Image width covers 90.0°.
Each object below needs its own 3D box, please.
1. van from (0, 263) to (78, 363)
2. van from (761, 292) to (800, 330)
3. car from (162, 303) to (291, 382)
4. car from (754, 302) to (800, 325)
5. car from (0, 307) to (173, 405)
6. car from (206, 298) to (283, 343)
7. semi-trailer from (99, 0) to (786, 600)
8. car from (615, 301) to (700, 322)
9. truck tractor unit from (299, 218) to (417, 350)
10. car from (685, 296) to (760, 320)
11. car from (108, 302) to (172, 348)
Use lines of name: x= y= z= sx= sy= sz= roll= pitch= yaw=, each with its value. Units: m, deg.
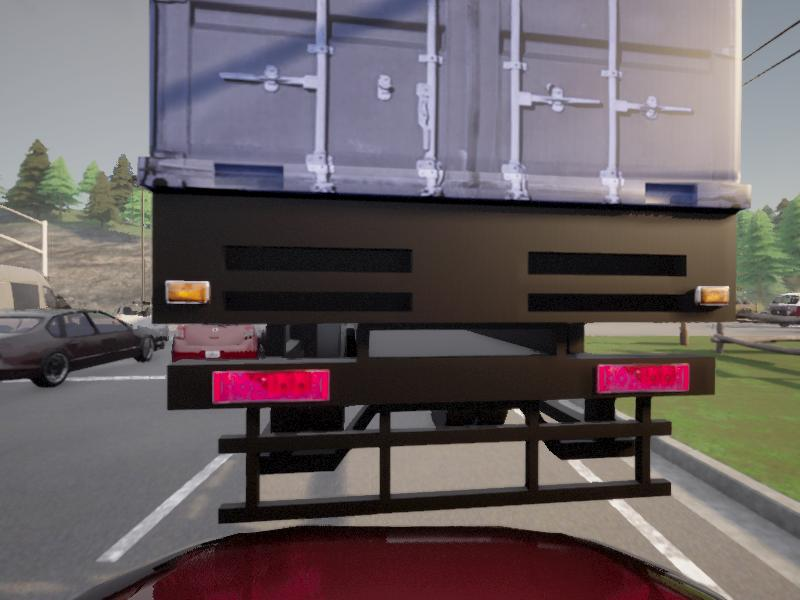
van: x=-11.742 y=0.323 z=11.505 sx=1.988 sy=2.561 sz=5.915 roll=1 pitch=0 yaw=-19
van: x=23.450 y=0.569 z=22.475 sx=4.480 sy=2.038 sz=2.069 roll=0 pitch=0 yaw=1
car: x=-3.851 y=0.827 z=9.587 sx=1.845 sy=1.501 sz=3.633 roll=0 pitch=0 yaw=-6
car: x=25.867 y=0.854 z=25.941 sx=4.193 sy=1.474 sz=1.816 roll=0 pitch=0 yaw=1
car: x=-7.272 y=0.895 z=8.610 sx=2.033 sy=1.411 sz=5.357 roll=0 pitch=0 yaw=-4
car: x=-6.834 y=0.758 z=17.262 sx=2.242 sy=1.667 sz=4.611 roll=0 pitch=0 yaw=-32
semi-trailer: x=-0.586 y=-0.620 z=8.625 sx=2.717 sy=4.402 sz=14.254 roll=0 pitch=0 yaw=-7
car: x=18.912 y=0.823 z=29.526 sx=5.008 sy=1.535 sz=1.882 roll=0 pitch=0 yaw=1
truck tractor unit: x=-2.080 y=-0.523 z=16.346 sx=3.053 sy=4.208 sz=6.516 roll=0 pitch=0 yaw=-22
car: x=26.465 y=0.651 z=32.934 sx=4.605 sy=1.855 sz=1.932 roll=0 pitch=0 yaw=1
car: x=-9.940 y=0.828 z=15.222 sx=1.845 sy=1.501 sz=3.633 roll=0 pitch=0 yaw=-36
